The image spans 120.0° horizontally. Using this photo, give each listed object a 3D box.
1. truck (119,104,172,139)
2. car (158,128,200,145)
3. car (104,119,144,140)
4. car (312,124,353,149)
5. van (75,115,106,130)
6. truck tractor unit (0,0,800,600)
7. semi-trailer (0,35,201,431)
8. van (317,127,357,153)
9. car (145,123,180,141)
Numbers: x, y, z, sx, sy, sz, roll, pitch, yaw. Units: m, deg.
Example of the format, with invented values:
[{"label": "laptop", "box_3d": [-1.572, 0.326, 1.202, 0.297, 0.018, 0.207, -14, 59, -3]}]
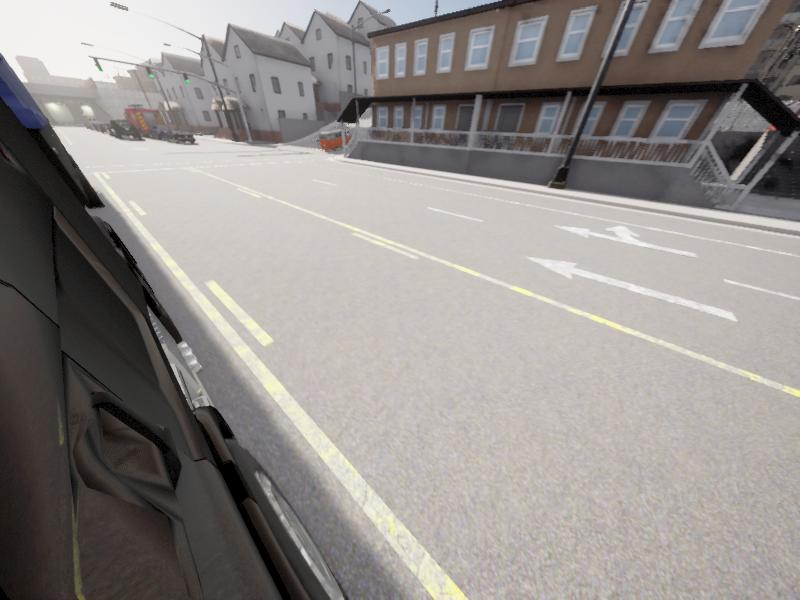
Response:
[{"label": "truck", "box_3d": [-38.627, -27.073, 35.075, 8.468, 3.827, 2.891, 28, 43, 30]}, {"label": "car", "box_3d": [-26.958, -19.956, 28.157, 5.357, 1.411, 2.033, 26, 42, 28]}, {"label": "car", "box_3d": [-36.260, -22.408, 30.332, 5.566, 2.045, 2.150, 28, 43, 30]}, {"label": "car", "box_3d": [-9.078, -22.357, 31.464, 1.882, 1.535, 5.008, 27, 58, 29]}, {"label": "van", "box_3d": [-66.712, -38.320, 49.839, 6.366, 2.431, 2.351, 24, 41, 26]}, {"label": "truck tractor unit", "box_3d": [-2.645, -0.295, 0.351, 6.516, 4.208, 3.053, 28, 44, 30]}, {"label": "semi-trailer", "box_3d": [-8.705, -3.564, 4.273, 14.254, 4.402, 2.717, 28, 43, 30]}, {"label": "van", "box_3d": [-7.646, -19.830, 28.551, 1.775, 1.987, 4.442, 26, 50, 28]}, {"label": "car", "box_3d": [-32.584, -23.056, 31.691, 4.553, 1.767, 2.097, 28, 43, 30]}]
